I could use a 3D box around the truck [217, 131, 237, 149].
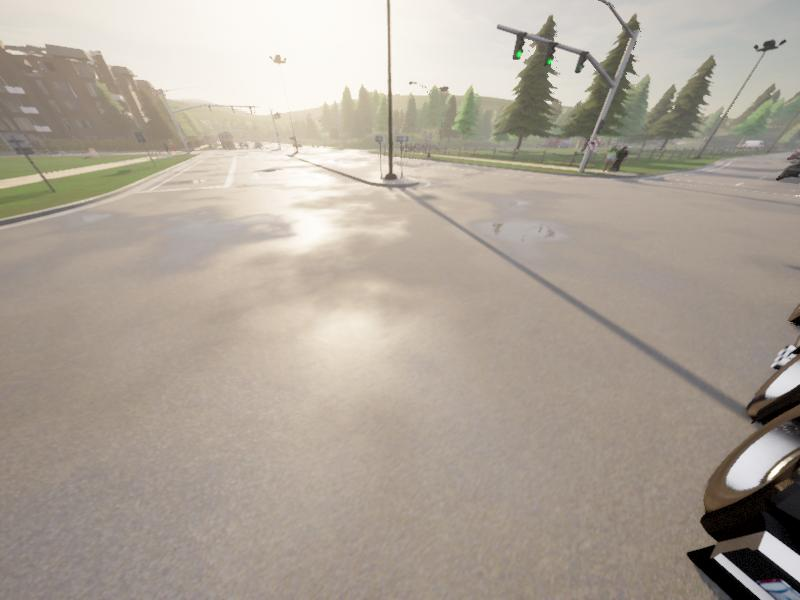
[{"bbox_3d":[-46.048,-42.690,61.627,2.891,3.827,8.468,-18,39,-25],"label":"truck"}]

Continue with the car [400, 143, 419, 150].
[{"bbox_3d":[2.599,-43.262,65.105,5.027,1.651,2.152,-18,39,-24],"label":"car"}]

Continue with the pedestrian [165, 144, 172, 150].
[{"bbox_3d":[-50.671,-33.555,50.522,0.500,1.100,0.500,-15,38,-21],"label":"pedestrian"}]

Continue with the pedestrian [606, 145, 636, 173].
[{"bbox_3d":[17.629,-11.271,18.462,0.751,1.860,0.751,-9,36,-13],"label":"pedestrian"}]

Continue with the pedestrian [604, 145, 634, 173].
[{"bbox_3d":[17.155,-11.044,18.130,0.751,1.860,0.751,3,35,3],"label":"pedestrian"}]

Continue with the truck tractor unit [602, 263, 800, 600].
[{"bbox_3d":[5.108,-0.302,0.790,6.516,4.208,3.053,-18,39,-24],"label":"truck tractor unit"}]

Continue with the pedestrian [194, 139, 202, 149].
[{"bbox_3d":[-48.064,-37.041,54.897,0.751,1.860,0.751,-23,41,-30],"label":"pedestrian"}]

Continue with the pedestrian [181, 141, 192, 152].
[{"bbox_3d":[-42.364,-30.537,45.860,0.751,1.860,0.751,-14,37,-20],"label":"pedestrian"}]

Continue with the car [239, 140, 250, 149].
[{"bbox_3d":[-42.173,-42.041,62.448,1.905,1.878,3.866,-18,39,-25],"label":"car"}]

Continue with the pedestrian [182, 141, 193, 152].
[{"bbox_3d":[-41.542,-30.038,45.148,0.751,1.860,0.751,-16,38,-22],"label":"pedestrian"}]

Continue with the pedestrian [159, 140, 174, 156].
[{"bbox_3d":[-33.980,-22.144,33.602,0.751,1.860,0.751,-16,38,-22],"label":"pedestrian"}]

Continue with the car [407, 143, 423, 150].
[{"bbox_3d":[3.983,-41.486,62.396,3.988,1.617,1.851,-18,39,-24],"label":"car"}]

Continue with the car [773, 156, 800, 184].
[{"bbox_3d":[29.132,-9.290,16.357,4.892,1.490,1.837,-18,39,-24],"label":"car"}]

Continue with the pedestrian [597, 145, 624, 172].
[{"bbox_3d":[17.296,-11.684,19.052,0.751,1.860,0.751,7,35,9],"label":"pedestrian"}]

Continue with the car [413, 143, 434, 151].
[{"bbox_3d":[6.064,-39.901,60.034,4.856,1.649,2.033,-18,39,-24],"label":"car"}]
